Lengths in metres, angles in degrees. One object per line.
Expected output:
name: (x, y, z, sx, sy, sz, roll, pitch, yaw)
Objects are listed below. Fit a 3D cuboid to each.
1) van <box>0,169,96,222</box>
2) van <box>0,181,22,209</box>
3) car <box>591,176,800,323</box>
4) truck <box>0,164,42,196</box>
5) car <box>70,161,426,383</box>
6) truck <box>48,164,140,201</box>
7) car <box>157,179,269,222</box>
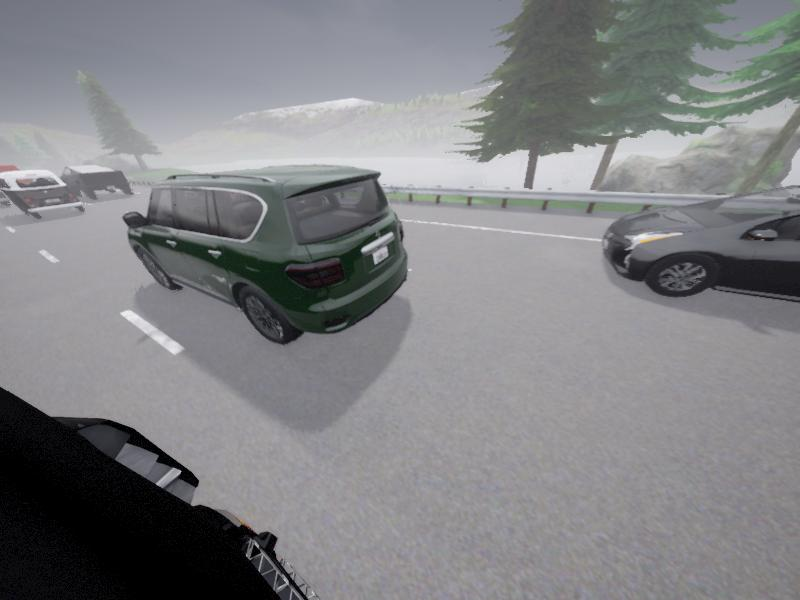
van: (-18.889, -5.598, 12.090, 4.480, 2.038, 2.069, 15, 38, 25)
van: (-28.465, -7.074, 15.088, 4.480, 2.038, 2.069, 8, 35, 16)
car: (5.931, -0.799, 3.331, 4.514, 1.525, 2.007, 15, 38, 25)
truck: (-40.675, -12.185, 23.389, 5.204, 2.467, 2.627, 9, 36, 18)
car: (-2.562, -1.121, 4.024, 5.566, 2.045, 2.150, 16, 38, 25)
truck: (-23.320, -9.051, 17.611, 6.274, 2.098, 2.390, 15, 38, 25)
car: (-8.534, -4.666, 10.535, 4.718, 1.301, 1.895, 15, 38, 25)
